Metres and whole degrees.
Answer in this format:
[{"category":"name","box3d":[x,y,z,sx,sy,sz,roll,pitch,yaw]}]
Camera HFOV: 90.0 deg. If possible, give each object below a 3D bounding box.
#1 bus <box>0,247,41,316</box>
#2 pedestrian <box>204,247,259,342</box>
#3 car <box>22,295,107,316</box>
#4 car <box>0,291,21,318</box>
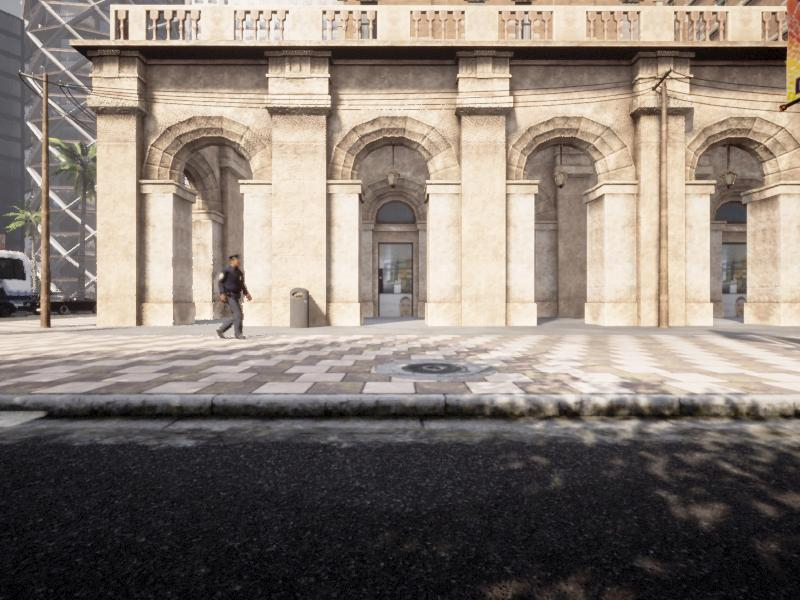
[{"category":"bus","box3d":[-26.400,-1.139,22.120,3.944,4.253,10.273,0,0,0]},{"category":"pedestrian","box3d":[-3.487,-0.116,8.303,0.751,1.860,0.751,0,0,16]},{"category":"car","box3d":[-23.035,0.340,27.750,1.895,1.301,4.718,0,0,0]},{"category":"car","box3d":[-23.029,0.251,21.246,1.816,1.474,4.193,0,0,0]}]
